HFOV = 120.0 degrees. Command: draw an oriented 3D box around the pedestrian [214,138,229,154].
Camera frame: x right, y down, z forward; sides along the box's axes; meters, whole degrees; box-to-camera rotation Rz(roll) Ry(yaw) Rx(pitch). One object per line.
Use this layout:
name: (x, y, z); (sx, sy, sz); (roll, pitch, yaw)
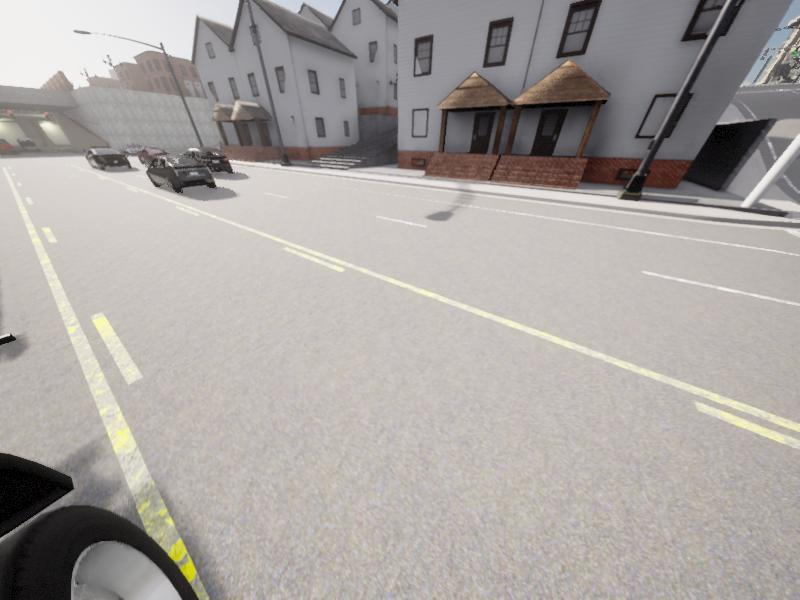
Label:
pedestrian: (-25.053, -21.636, 32.387); (0.751, 1.860, 0.751); (10, 36, 13)

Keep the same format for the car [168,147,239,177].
car: (-14.803, -10.481, 17.415); (4.611, 1.667, 2.242); (22, 40, 28)

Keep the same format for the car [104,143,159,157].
car: (-38.800, -21.800, 33.555); (2.038, 1.542, 4.974); (29, 44, 35)

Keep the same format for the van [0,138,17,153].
van: (-66.747, -25.906, 38.682); (4.442, 1.987, 1.775); (21, 40, 27)

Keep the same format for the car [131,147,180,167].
car: (-24.394, -14.317, 23.021); (4.674, 1.442, 1.812); (21, 40, 27)

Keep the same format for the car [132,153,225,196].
car: (-11.729, -6.763, 12.239); (4.514, 1.525, 2.007); (22, 40, 28)

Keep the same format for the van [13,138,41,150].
van: (-75.587, -31.675, 46.828); (4.480, 2.038, 2.069); (21, 40, 27)

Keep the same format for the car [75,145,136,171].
car: (-25.423, -12.304, 19.937); (5.238, 1.638, 1.930); (21, 40, 27)
